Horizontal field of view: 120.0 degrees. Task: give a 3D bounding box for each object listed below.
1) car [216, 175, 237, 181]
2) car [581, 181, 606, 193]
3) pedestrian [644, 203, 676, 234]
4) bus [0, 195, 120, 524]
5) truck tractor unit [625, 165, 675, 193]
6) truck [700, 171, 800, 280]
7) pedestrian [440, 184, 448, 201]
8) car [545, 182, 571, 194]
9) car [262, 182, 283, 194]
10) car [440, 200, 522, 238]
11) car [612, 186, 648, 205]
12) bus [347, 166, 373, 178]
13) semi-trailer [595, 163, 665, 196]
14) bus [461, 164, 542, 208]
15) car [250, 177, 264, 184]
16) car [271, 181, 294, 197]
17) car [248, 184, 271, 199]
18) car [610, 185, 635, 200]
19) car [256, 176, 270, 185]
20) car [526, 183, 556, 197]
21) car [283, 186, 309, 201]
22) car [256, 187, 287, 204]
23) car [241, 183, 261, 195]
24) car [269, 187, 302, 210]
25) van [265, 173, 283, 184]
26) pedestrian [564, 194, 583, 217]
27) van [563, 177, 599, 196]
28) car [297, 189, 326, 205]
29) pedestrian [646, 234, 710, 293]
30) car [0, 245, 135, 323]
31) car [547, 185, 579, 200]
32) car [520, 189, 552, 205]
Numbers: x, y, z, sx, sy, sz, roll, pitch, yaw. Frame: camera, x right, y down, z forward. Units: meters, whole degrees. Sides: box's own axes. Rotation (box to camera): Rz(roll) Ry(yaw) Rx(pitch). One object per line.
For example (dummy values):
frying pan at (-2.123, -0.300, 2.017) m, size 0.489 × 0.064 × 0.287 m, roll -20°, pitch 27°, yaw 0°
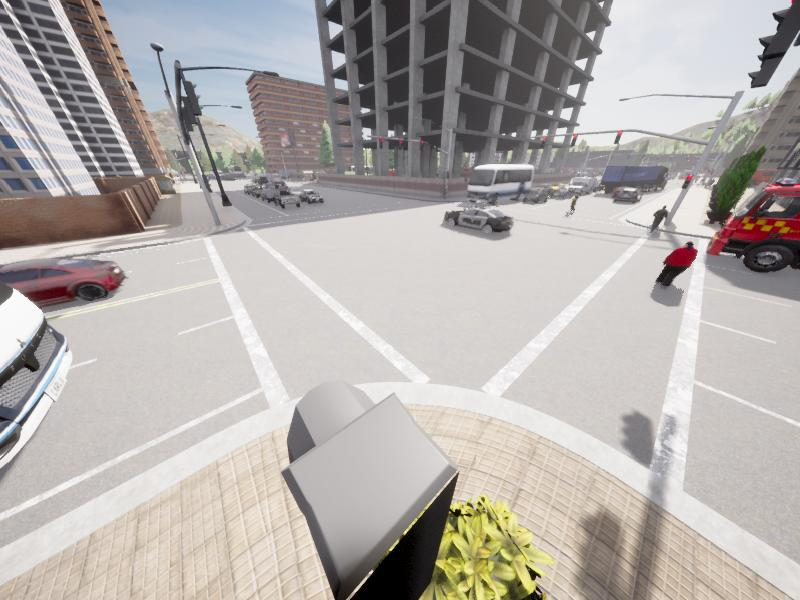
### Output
car at (-55.572, -39.008, 73.923) m, size 4.856 × 1.649 × 2.033 m, roll 0°, pitch 30°, yaw 1°
car at (35.398, -20.711, 42.237) m, size 5.238 × 1.638 × 1.930 m, roll -23°, pitch 37°, yaw -34°
pedestrian at (17.662, -5.563, 15.733) m, size 0.751 × 1.860 × 0.751 m, roll -23°, pitch 37°, yaw -34°
bus at (-9.885, 1.753, 0.719) m, size 10.273 × 4.253 × 3.944 m, roll -23°, pitch 37°, yaw -34°
truck tractor unit at (45.607, -22.183, 42.214) m, size 6.516 × 4.208 × 3.053 m, roll -16°, pitch 34°, yaw -24°
truck at (18.369, -2.327, 8.211) m, size 2.891 × 3.827 × 8.468 m, roll -22°, pitch 37°, yaw -33°
pedestrian at (5.693, -13.912, 29.888) m, size 0.751 × 1.860 × 0.751 m, roll 6°, pitch 30°, yaw 10°
car at (27.903, -19.813, 40.743) m, size 5.366 × 1.575 × 1.801 m, roll -23°, pitch 37°, yaw -34°
car at (-22.848, -20.105, 41.335) m, size 1.837 × 1.490 × 4.892 m, roll -22°, pitch 37°, yaw -33°
car at (5.594, -6.032, 16.811) m, size 1.930 × 1.638 × 5.238 m, roll -24°, pitch 37°, yaw -35°
car at (29.868, -13.651, 29.996) m, size 4.611 × 1.667 × 2.242 m, roll -23°, pitch 38°, yaw -33°
bus at (-16.947, -54.637, 98.379) m, size 10.273 × 4.253 × 3.944 m, roll -23°, pitch 37°, yaw -34°
semi-trailer at (38.729, -20.315, 38.775) m, size 14.254 × 4.402 × 2.717 m, roll -16°, pitch 34°, yaw -26°
bus at (12.823, -14.581, 29.011) m, size 10.273 × 4.253 × 3.944 m, roll -22°, pitch 37°, yaw -33°
car at (-38.982, -32.606, 62.970) m, size 2.128 × 1.511 × 4.902 m, roll -22°, pitch 37°, yaw -34°
car at (-18.776, -17.815, 36.971) m, size 1.905 × 1.878 × 3.866 m, roll -23°, pitch 37°, yaw -34°
car at (-21.131, -16.369, 34.750) m, size 1.851 × 1.617 × 3.988 m, roll -22°, pitch 37°, yaw -34°
car at (32.203, -15.654, 33.578) m, size 1.882 × 1.535 × 5.008 m, roll 20°, pitch 36°, yaw 30°
car at (-34.676, -30.169, 58.369) m, size 1.905 × 1.878 × 3.866 m, roll -22°, pitch 37°, yaw -33°
car at (22.405, -17.533, 36.705) m, size 4.611 × 1.667 × 2.242 m, roll -23°, pitch 37°, yaw -34°
car at (-14.901, -15.280, 33.028) m, size 1.812 × 1.442 × 4.674 m, roll -22°, pitch 37°, yaw -34°
car at (-17.016, -13.831, 30.482) m, size 2.163 × 1.488 × 4.792 m, roll -23°, pitch 37°, yaw -34°
car at (-25.067, -18.693, 38.909) m, size 1.816 × 1.474 × 4.193 m, roll -22°, pitch 37°, yaw -34°
car at (-13.065, -11.646, 26.299) m, size 1.932 × 1.855 × 4.605 m, roll -21°, pitch 36°, yaw -32°
van at (-34.049, -32.769, 62.336) m, size 2.351 × 2.431 × 6.366 m, roll -22°, pitch 37°, yaw -34°
pedestrian at (15.799, -8.639, 21.061) m, size 0.751 × 1.860 × 0.751 m, roll 22°, pitch 37°, yaw 33°
van at (29.749, -18.670, 37.915) m, size 6.366 × 2.431 × 2.351 m, roll -23°, pitch 37°, yaw -34°
car at (-11.249, -13.098, 29.215) m, size 1.970 × 1.475 × 3.806 m, roll -22°, pitch 37°, yaw -33°
pedestrian at (9.983, -1.329, 8.399) m, size 0.751 × 1.860 × 0.751 m, roll 23°, pitch 37°, yaw 34°
car at (-12.081, -0.491, 7.487) m, size 4.181 × 1.385 × 1.994 m, roll -22°, pitch 37°, yaw -33°
car at (23.896, -15.803, 33.867) m, size 4.902 × 1.511 × 2.128 m, roll -23°, pitch 37°, yaw -34°
car at (16.947, -12.887, 28.779) m, size 3.705 × 1.549 × 1.789 m, roll -23°, pitch 37°, yaw -34°
